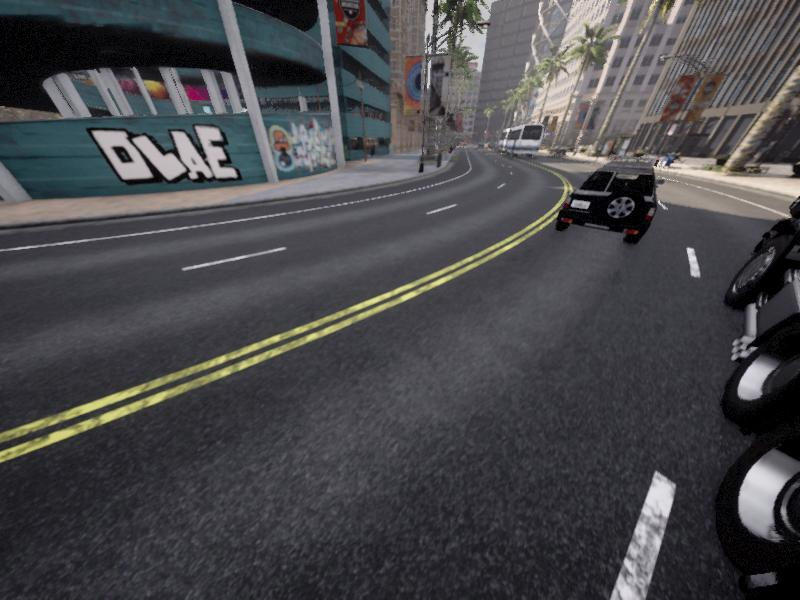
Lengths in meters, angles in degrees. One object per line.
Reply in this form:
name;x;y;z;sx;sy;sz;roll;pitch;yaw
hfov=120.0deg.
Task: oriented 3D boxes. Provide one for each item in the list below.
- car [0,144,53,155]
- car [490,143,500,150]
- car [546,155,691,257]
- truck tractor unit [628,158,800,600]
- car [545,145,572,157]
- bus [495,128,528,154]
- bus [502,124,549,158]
car;-69.788;-28.058;42.986;2.033;1.411;5.357;7;35;10
car;29.511;-47.654;71.684;2.152;1.651;5.027;8;35;11
car;6.441;-3.140;6.927;1.932;1.855;4.605;28;43;33
truck tractor unit;4.916;-0.461;1.007;6.516;4.208;3.053;-26;42;-32
car;27.808;-26.321;40.742;2.231;1.521;4.892;7;35;10
bus;23.616;-34.258;49.788;3.944;4.253;10.273;7;35;10
bus;20.768;-26.983;39.279;3.944;4.253;10.273;7;35;10
